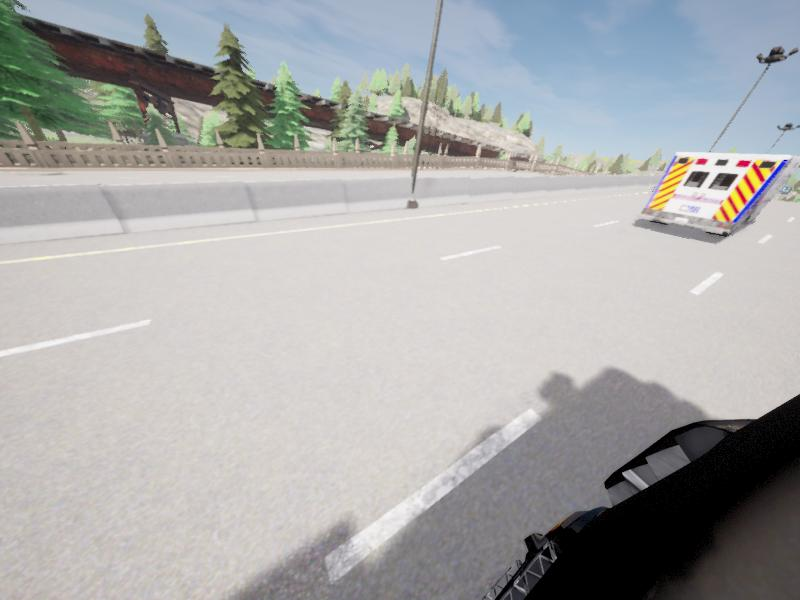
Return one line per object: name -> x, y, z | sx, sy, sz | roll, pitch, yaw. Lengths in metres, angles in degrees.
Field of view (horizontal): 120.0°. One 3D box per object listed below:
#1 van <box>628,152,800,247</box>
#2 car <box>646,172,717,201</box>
van -> 12.190, -4.047, 8.800 | 6.366, 2.431, 2.351 | -16, 38, -26
car -> 19.850, -8.073, 16.321 | 3.806, 1.475, 1.970 | -16, 38, -26
